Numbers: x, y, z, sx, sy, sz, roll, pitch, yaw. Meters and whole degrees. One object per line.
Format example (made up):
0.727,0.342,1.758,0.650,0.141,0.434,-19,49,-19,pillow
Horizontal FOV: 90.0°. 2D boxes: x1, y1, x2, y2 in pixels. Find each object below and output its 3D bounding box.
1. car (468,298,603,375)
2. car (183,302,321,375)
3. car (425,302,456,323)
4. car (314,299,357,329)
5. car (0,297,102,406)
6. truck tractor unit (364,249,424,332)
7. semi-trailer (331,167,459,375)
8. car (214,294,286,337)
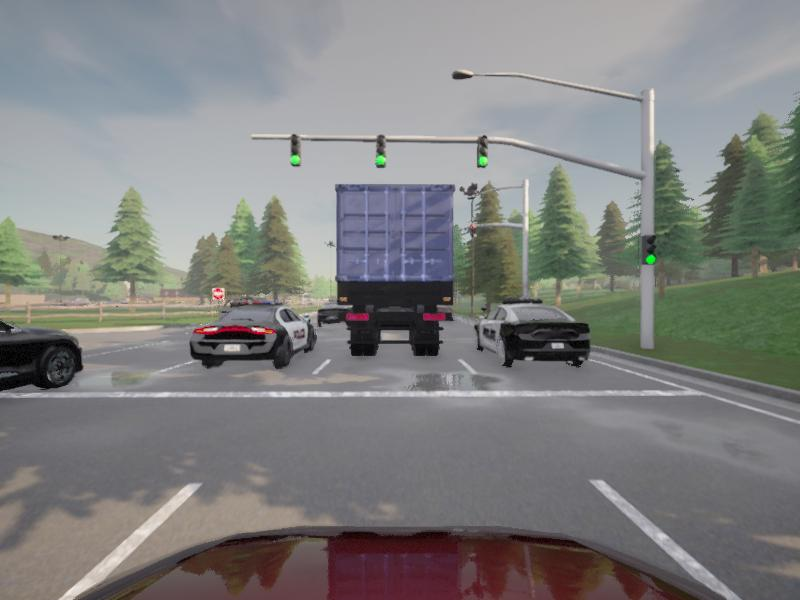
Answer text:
3.350,0.784,11.188,1.930,1.638,5.238,0,0,-1,car
-3.649,0.838,11.039,2.038,1.542,4.974,0,0,-1,car
3.019,0.905,30.838,1.812,1.442,4.674,0,0,-1,car
-3.886,0.800,25.114,1.930,1.638,5.238,0,0,-1,car
-7.061,0.786,5.712,2.033,1.649,4.856,0,0,-1,car
-0.360,-0.495,23.523,3.053,4.208,6.516,0,0,-1,truck tractor unit
-0.223,-0.599,15.611,2.717,4.402,14.254,0,0,-1,semi-trailer
-7.292,0.676,19.944,1.932,1.855,4.605,0,0,-1,car
